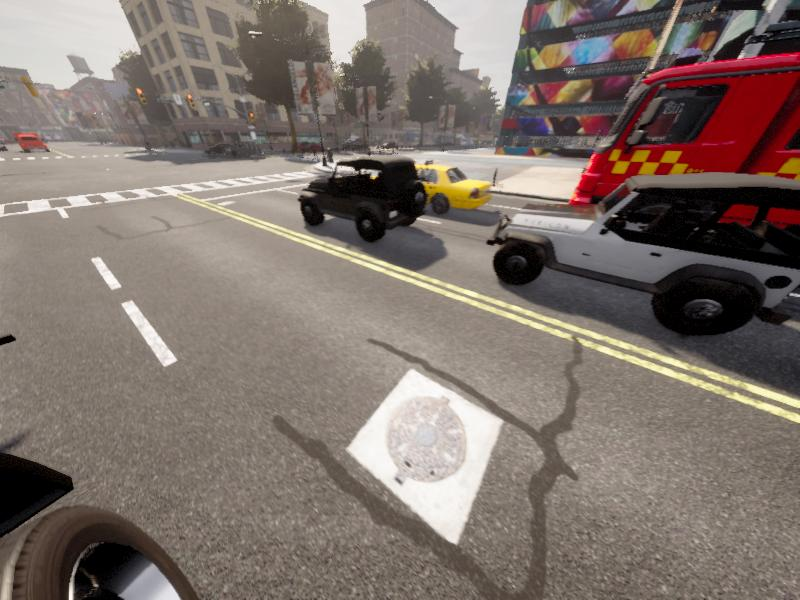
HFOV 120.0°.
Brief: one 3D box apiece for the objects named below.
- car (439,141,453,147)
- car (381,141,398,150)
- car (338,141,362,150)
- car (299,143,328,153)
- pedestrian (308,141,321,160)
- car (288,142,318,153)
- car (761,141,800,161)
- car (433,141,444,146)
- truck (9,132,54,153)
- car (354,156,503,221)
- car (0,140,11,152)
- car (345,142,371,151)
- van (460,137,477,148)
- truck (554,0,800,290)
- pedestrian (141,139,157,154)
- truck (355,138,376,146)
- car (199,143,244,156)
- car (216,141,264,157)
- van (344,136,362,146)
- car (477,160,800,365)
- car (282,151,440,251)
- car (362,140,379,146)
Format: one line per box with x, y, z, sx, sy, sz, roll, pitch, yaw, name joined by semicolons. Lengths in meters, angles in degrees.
14.698;-49.715;73.564;2.033;1.411;5.357;23;41;28;car
-2.502;-36.090;53.801;1.851;1.617;3.988;23;41;28;car
-10.612;-33.052;49.480;1.837;1.490;4.892;22;41;28;car
-14.820;-26.171;39.758;1.994;1.385;4.181;23;41;28;car
-10.048;-17.581;27.134;0.751;1.860;0.751;27;43;33;pedestrian
-17.399;-27.636;41.673;2.007;1.525;4.514;23;41;28;car
52.334;-19.972;30.827;2.435;2.045;5.566;23;41;28;car
12.581;-51.539;76.014;1.845;1.501;3.633;23;41;28;car
-55.935;-23.896;35.066;5.204;2.467;2.627;23;41;28;truck
0.839;-4.576;9.063;5.366;1.575;1.801;23;41;28;car
-63.306;-24.109;36.145;3.806;1.475;1.970;23;41;28;car
-8.465;-31.296;46.995;2.128;1.511;4.902;23;41;28;car
20.226;-46.637;68.357;2.351;2.431;6.366;23;41;28;van
8.388;-2.356;4.048;8.468;3.827;2.891;22;40;27;truck
-36.398;-22.262;33.470;0.751;1.860;0.751;22;41;28;pedestrian
-10.570;-48.711;71.221;6.274;2.098;2.390;22;40;27;truck
-25.491;-21.687;33.190;1.812;1.442;4.674;30;45;34;car
-21.750;-20.663;31.580;2.242;1.667;4.611;21;40;27;car
-15.855;-53.514;77.600;5.915;2.561;1.988;22;40;28;van
3.674;-1.064;3.834;3.866;1.878;1.905;22;41;28;car
-1.120;-3.053;6.605;3.866;1.878;1.905;22;41;28;car
-9.425;-50.536;74.277;5.366;1.575;1.801;21;40;27;car
